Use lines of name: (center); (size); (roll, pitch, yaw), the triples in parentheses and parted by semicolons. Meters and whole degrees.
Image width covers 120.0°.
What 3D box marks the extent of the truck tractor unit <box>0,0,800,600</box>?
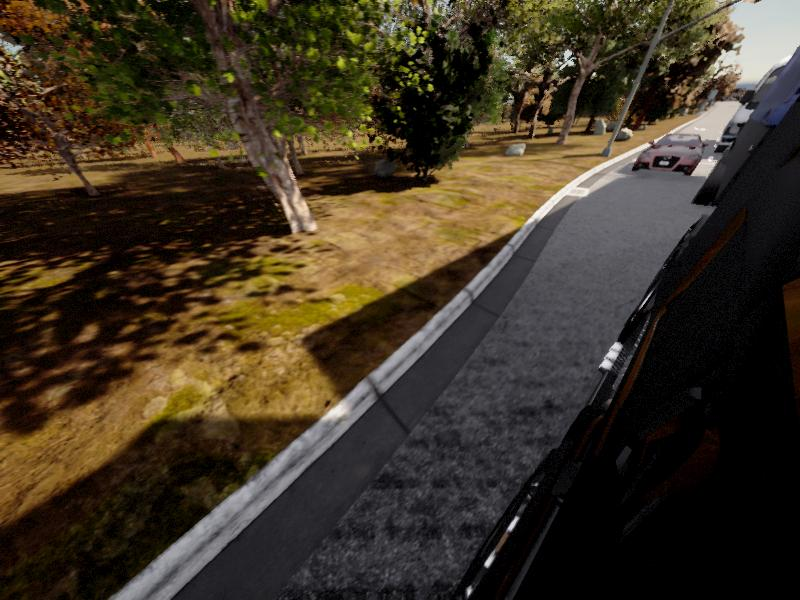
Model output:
truck tractor unit: (2.645, -0.295, 0.352); (6.516, 4.208, 3.053); (-28, 43, -30)

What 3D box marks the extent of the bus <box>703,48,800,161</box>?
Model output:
bus: (22.842, -11.522, 13.682); (10.273, 4.253, 3.944); (-31, 47, -31)

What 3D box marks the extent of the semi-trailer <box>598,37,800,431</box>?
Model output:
semi-trailer: (8.665, -3.619, 4.271); (14.254, 4.402, 2.717); (-29, 44, -30)

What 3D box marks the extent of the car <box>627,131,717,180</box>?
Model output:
car: (12.580, -6.812, 10.667); (4.181, 1.385, 1.994); (-32, 47, -32)
